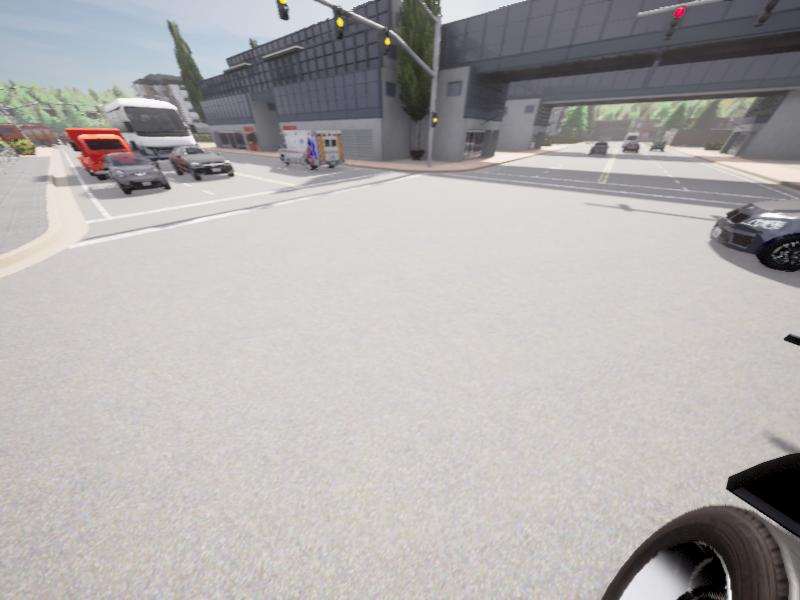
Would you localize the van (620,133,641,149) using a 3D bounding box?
[{"bbox_3d":[47.835,-33.183,48.082,1.988,2.561,5.915,23,42,28],"label":"van"}]

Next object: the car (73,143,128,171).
[{"bbox_3d":[-23.725,-11.373,18.243,5.366,1.575,1.801,26,43,31],"label":"car"}]

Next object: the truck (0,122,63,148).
[{"bbox_3d":[-73.147,-31.703,44.441,2.891,3.827,8.468,26,43,31],"label":"truck"}]

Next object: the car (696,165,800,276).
[{"bbox_3d":[9.499,-1.237,4.173,4.611,1.667,2.242,24,42,30],"label":"car"}]

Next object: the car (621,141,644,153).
[{"bbox_3d":[36.613,-24.174,36.491,1.994,1.385,4.181,24,42,30],"label":"car"}]

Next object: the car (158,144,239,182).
[{"bbox_3d":[-12.770,-8.777,14.634,5.027,1.651,2.152,24,42,30],"label":"car"}]

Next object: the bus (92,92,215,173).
[{"bbox_3d":[-20.314,-13.552,19.002,10.273,4.253,3.944,26,43,31],"label":"bus"}]

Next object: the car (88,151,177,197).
[{"bbox_3d":[-12.673,-6.092,10.972,3.633,1.501,1.845,25,42,30],"label":"car"}]

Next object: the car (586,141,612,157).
[{"bbox_3d":[26.020,-19.716,30.132,1.837,1.490,4.892,25,42,30],"label":"car"}]

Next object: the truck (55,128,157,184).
[{"bbox_3d":[-17.966,-8.969,14.154,5.204,2.467,2.627,25,43,31],"label":"truck"}]

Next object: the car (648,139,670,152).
[{"bbox_3d":[43.148,-25.781,38.552,1.851,1.617,3.988,26,43,31],"label":"car"}]

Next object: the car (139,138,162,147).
[{"bbox_3d":[-52.375,-33.024,48.441,5.357,1.411,2.033,26,43,31],"label":"car"}]

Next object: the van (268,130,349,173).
[{"bbox_3d":[-7.195,-11.736,18.087,6.366,2.431,2.351,25,43,30],"label":"van"}]
